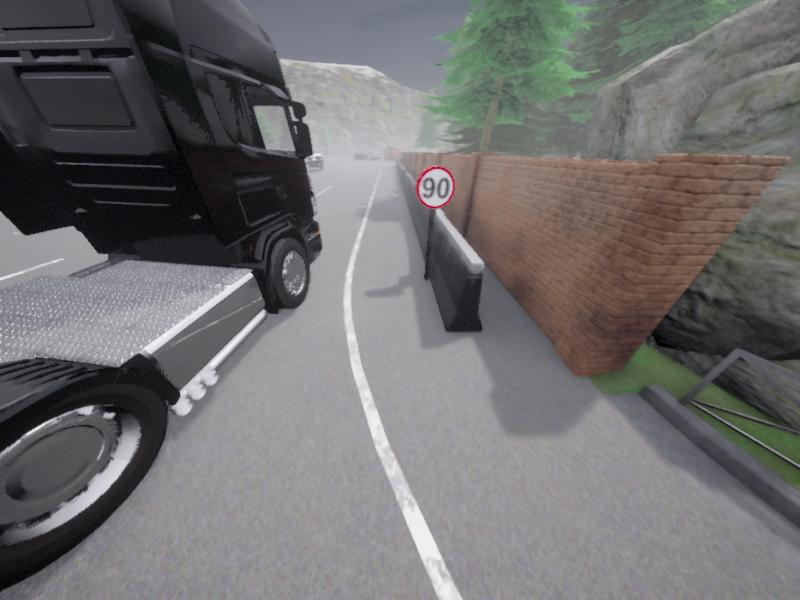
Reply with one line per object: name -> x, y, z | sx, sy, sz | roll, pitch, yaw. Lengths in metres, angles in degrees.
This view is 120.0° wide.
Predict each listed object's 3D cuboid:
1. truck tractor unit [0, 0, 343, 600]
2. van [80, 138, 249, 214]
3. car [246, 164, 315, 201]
truck tractor unit -> -3.198, -0.799, 1.641 | 3.053, 4.208, 6.516 | 5, 33, 5
van -> -10.424, -6.235, 11.373 | 1.988, 2.561, 5.915 | 0, 33, -2
car -> -6.999, -7.377, 14.246 | 1.882, 1.535, 5.008 | 0, 33, -3
